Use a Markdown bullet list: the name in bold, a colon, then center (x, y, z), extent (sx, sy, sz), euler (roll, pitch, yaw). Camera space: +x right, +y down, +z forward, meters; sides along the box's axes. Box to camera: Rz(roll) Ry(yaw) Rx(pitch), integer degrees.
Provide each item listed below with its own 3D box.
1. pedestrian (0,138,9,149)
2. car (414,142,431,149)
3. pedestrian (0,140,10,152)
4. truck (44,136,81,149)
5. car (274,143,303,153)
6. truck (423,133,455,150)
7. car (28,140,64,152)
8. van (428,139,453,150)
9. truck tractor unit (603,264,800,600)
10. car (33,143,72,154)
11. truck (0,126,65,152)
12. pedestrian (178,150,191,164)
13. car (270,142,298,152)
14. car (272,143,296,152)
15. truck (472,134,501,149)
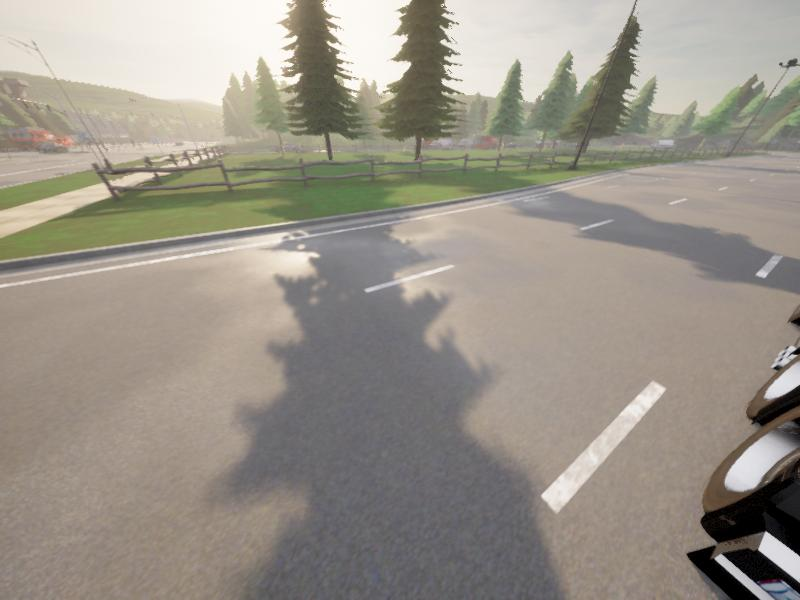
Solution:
- **pedestrian**: center (-81.444, -31.876, 47.141), extent (0.751, 1.860, 0.751), euler (-21, 40, -28)
- **car**: center (6.434, -44.636, 66.703), extent (4.553, 1.767, 2.097), euler (-18, 39, -24)
- **pedestrian**: center (-70.031, -26.949, 40.430), extent (0.751, 1.860, 0.751), euler (-16, 38, -22)
- **truck**: center (-78.359, -36.669, 53.837), extent (2.627, 2.467, 5.204), euler (-18, 39, -25)
- **car**: center (-22.389, -30.655, 46.463), extent (4.856, 1.649, 2.033), euler (-18, 39, -24)
- **truck**: center (10.963, -44.636, 64.955), extent (8.468, 3.827, 2.891), euler (-18, 39, -24)
- **car**: center (-67.057, -29.270, 43.831), extent (1.905, 1.878, 3.866), euler (-18, 39, -24)
- **van**: center (10.911, -41.742, 62.015), extent (6.366, 2.431, 2.351), euler (-18, 39, -24)
- **truck tractor unit**: center (5.109, -0.301, 0.792), extent (6.516, 4.208, 3.053), euler (-18, 39, -24)
- **car**: center (-60.602, -26.648, 40.443), extent (1.837, 1.490, 4.892), euler (-18, 39, -24)
- **truck**: center (-73.440, -32.398, 46.551), extent (2.891, 3.827, 8.468), euler (-18, 39, -25)
- **pedestrian**: center (-21.645, -14.413, 23.260), extent (0.500, 1.100, 0.500), euler (-15, 38, -21)
- **car**: center (-25.853, -34.140, 51.444), extent (5.027, 1.651, 2.152), euler (-18, 39, -24)
- **car**: center (-24.470, -32.280, 48.796), extent (3.988, 1.617, 1.851), euler (-18, 39, -24)
- **truck**: center (27.279, -49.905, 72.689), extent (8.468, 3.827, 2.891), euler (-18, 39, -24)
